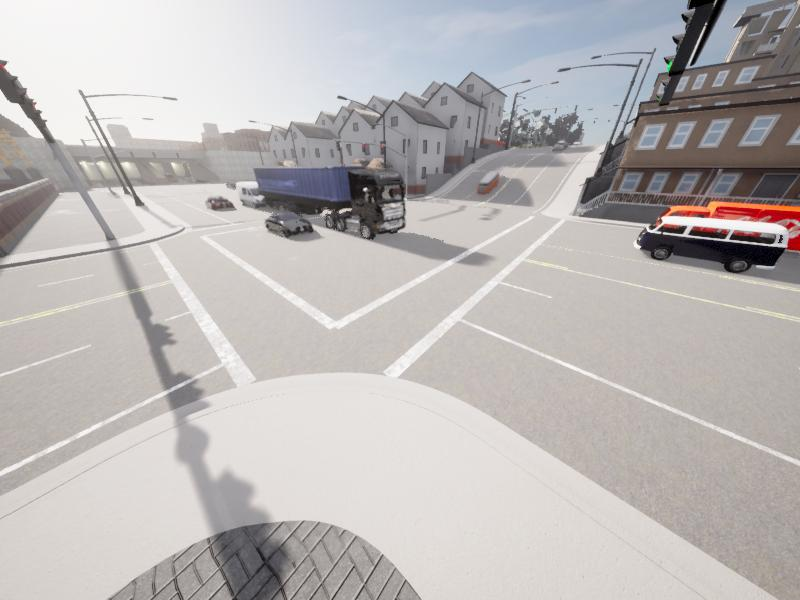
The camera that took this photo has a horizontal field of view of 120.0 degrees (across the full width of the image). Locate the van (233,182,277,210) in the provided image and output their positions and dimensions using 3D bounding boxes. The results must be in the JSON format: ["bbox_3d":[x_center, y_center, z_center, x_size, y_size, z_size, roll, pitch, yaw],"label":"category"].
[{"bbox_3d":[-17.052,-12.324,27.115,5.915,2.561,1.988,24,38,35],"label":"van"}]

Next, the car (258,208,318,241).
[{"bbox_3d":[-8.010,-5.493,16.454,4.181,1.385,1.994,24,38,35],"label":"car"}]

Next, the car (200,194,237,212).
[{"bbox_3d":[-20.332,-10.932,25.874,4.181,1.385,1.994,24,38,35],"label":"car"}]

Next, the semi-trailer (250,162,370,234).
[{"bbox_3d":[-8.557,-9.583,20.489,14.254,4.402,2.717,25,38,36],"label":"semi-trailer"}]

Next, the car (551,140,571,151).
[{"bbox_3d":[31.363,-30.076,44.972,1.970,1.475,3.806,24,46,35],"label":"car"}]

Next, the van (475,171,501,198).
[{"bbox_3d":[12.971,-17.119,34.068,1.775,1.987,4.442,23,57,34],"label":"van"}]

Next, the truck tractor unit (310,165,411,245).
[{"bbox_3d":[-2.733,-6.824,15.899,6.516,4.208,3.053,24,38,36],"label":"truck tractor unit"}]

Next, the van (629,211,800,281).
[{"bbox_3d":[14.563,-2.824,11.159,4.480,2.038,2.069,24,38,35],"label":"van"}]

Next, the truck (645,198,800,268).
[{"bbox_3d":[17.589,-3.927,12.639,5.204,2.467,2.627,25,38,36],"label":"truck"}]
